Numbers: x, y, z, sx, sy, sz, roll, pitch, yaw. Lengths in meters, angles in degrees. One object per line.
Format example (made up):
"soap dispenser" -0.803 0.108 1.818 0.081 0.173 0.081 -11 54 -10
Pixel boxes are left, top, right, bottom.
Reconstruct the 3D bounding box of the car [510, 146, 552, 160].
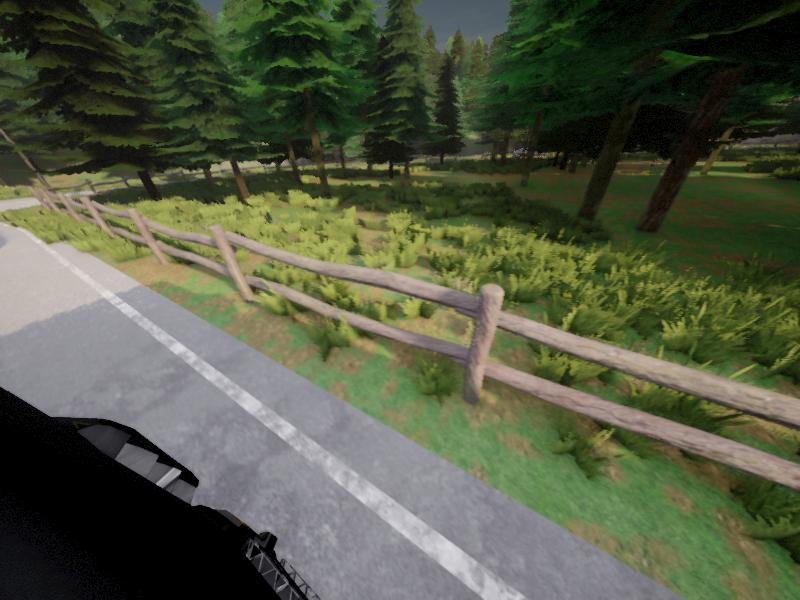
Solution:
"car" 18.867 -21.274 33.477 4.674 1.442 1.812 0 33 4

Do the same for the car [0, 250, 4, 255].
"car" -14.660 -2.112 6.811 4.856 1.649 2.033 14 37 24
